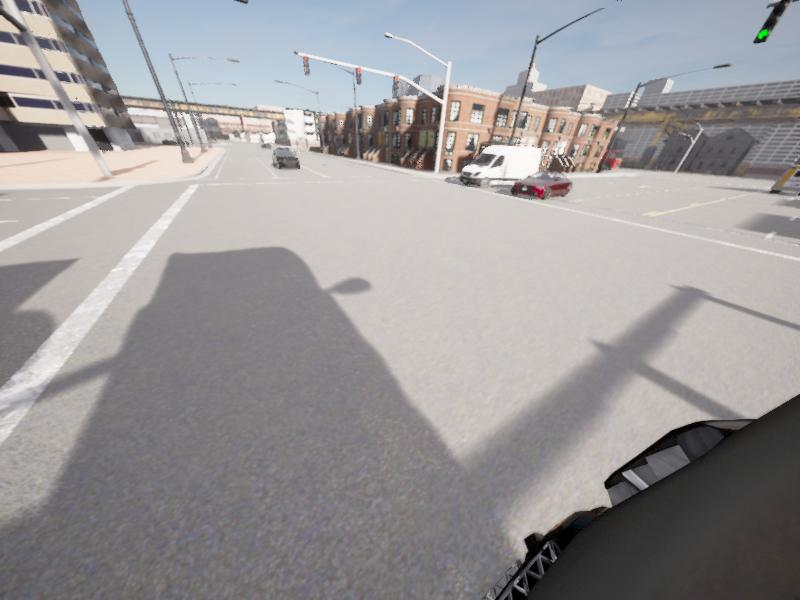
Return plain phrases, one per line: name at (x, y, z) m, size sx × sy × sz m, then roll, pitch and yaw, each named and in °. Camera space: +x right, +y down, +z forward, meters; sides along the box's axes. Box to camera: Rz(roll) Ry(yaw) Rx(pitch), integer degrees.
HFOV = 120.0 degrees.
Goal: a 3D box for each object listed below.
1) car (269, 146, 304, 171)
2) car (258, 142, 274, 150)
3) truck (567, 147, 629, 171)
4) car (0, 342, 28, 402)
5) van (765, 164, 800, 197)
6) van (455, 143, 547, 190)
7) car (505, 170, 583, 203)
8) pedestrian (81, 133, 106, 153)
car at (-10.800, -13.398, 21.781) m, size 1.930 × 1.638 × 5.238 m, roll -16°, pitch 38°, yaw -26°
car at (-35.864, -41.187, 61.786) m, size 2.128 × 1.511 × 4.902 m, roll -26°, pitch 43°, yaw -36°
truck at (40.273, -29.059, 47.505) m, size 2.891 × 3.827 × 8.468 m, roll -16°, pitch 38°, yaw -26°
car at (-5.187, 1.054, 0.503) m, size 3.988 × 1.617 × 1.851 m, roll -19°, pitch 40°, yaw -30°
van at (38.573, -11.484, 22.168) m, size 6.366 × 2.431 × 2.351 m, roll -16°, pitch 38°, yaw -26°
van at (7.222, -9.556, 16.638) m, size 5.915 × 2.561 × 1.988 m, roll -12°, pitch 37°, yaw -22°
car at (8.630, -6.932, 13.858) m, size 4.181 × 1.385 × 1.994 m, roll -19°, pitch 39°, yaw -30°
pedestrian at (-35.607, -18.286, 26.874) m, size 0.751 × 1.860 × 0.751 m, roll -6°, pitch 35°, yaw -13°
